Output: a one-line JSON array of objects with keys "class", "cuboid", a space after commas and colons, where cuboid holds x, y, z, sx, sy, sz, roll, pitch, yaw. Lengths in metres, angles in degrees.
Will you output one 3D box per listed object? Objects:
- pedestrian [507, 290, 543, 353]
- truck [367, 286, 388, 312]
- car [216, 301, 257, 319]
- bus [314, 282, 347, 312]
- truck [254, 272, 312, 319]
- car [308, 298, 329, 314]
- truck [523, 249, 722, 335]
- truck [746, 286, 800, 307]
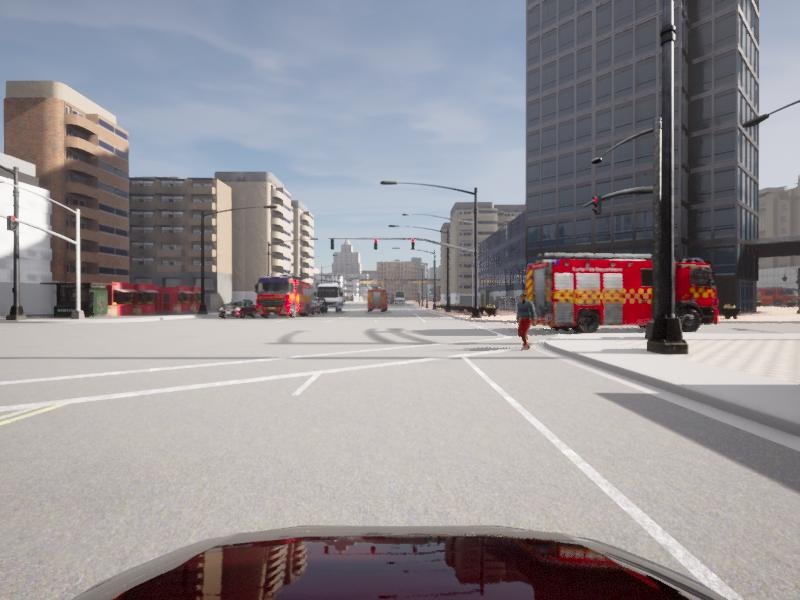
[{"class": "pedestrian", "cuboid": [3.844, 0.623, 12.275, 0.751, 1.860, 0.751, 0, 0, -34]}, {"class": "truck", "cuboid": [-3.501, -0.081, 64.469, 2.891, 3.827, 8.468, 0, -1, 0]}, {"class": "car", "cuboid": [-14.004, 0.834, 34.496, 1.970, 1.475, 3.806, 0, 0, 0]}, {"class": "bus", "cuboid": [-10.552, -0.317, 61.738, 3.944, 4.253, 10.273, 0, -1, -4]}, {"class": "truck", "cuboid": [-10.520, -0.324, 37.059, 2.891, 3.827, 8.468, 0, 0, 0]}, {"class": "car", "cuboid": [-10.537, 0.763, 51.776, 1.905, 1.878, 3.866, 0, -1, 0]}, {"class": "truck", "cuboid": [10.707, -0.373, 19.650, 8.468, 3.827, 2.891, 0, 0, -7]}, {"class": "truck", "cuboid": [71.945, -0.676, 77.336, 2.891, 3.827, 8.468, 0, 0, 2]}]
